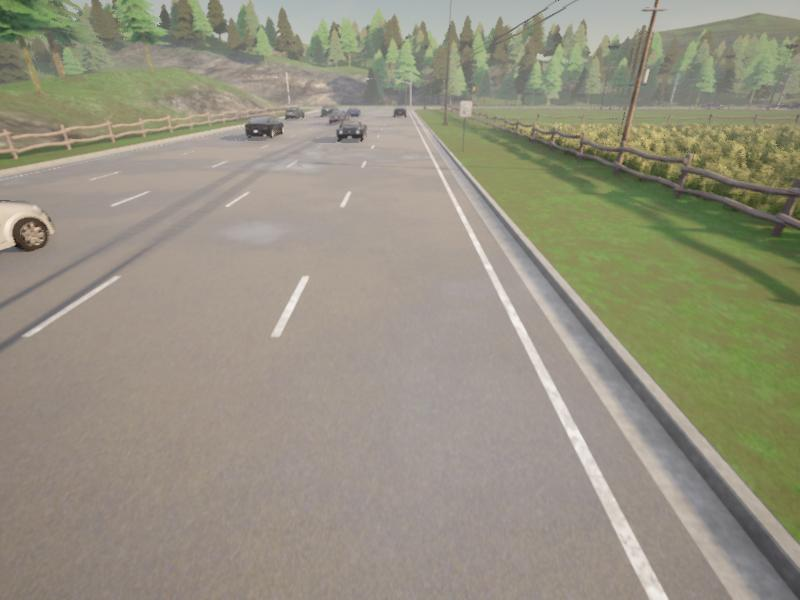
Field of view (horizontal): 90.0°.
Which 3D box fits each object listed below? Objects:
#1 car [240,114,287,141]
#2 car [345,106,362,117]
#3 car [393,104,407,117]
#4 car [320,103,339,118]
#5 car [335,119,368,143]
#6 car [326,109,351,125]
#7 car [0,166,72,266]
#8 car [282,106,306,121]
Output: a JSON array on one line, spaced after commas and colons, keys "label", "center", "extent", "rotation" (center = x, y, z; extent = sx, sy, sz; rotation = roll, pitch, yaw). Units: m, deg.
[{"label": "car", "center": [-10.500, -13.544, 31.252], "extent": [1.882, 1.535, 5.008], "rotation": [0, 27, 0]}, {"label": "car", "center": [-6.999, -28.347, 60.227], "extent": [1.994, 1.385, 4.181], "rotation": [0, 27, 0]}, {"label": "car", "center": [0.001, -28.799, 60.839], "extent": [1.930, 1.638, 5.238], "rotation": [0, 27, 0]}, {"label": "car", "center": [-10.499, -28.408, 59.890], "extent": [2.097, 1.767, 4.553], "rotation": [0, 27, 0]}, {"label": "car", "center": [-3.502, -12.658, 29.814], "extent": [1.895, 1.301, 4.718], "rotation": [0, 27, 0]}, {"label": "car", "center": [-6.999, -21.112, 46.139], "extent": [2.033, 1.411, 5.357], "rotation": [0, 27, 0]}, {"label": "car", "center": [-8.886, -1.290, 7.350], "extent": [1.851, 1.617, 3.988], "rotation": [4, 28, 8]}, {"label": "car", "center": [-13.999, -24.834, 53.210], "extent": [2.007, 1.525, 4.514], "rotation": [0, 27, 0]}]
